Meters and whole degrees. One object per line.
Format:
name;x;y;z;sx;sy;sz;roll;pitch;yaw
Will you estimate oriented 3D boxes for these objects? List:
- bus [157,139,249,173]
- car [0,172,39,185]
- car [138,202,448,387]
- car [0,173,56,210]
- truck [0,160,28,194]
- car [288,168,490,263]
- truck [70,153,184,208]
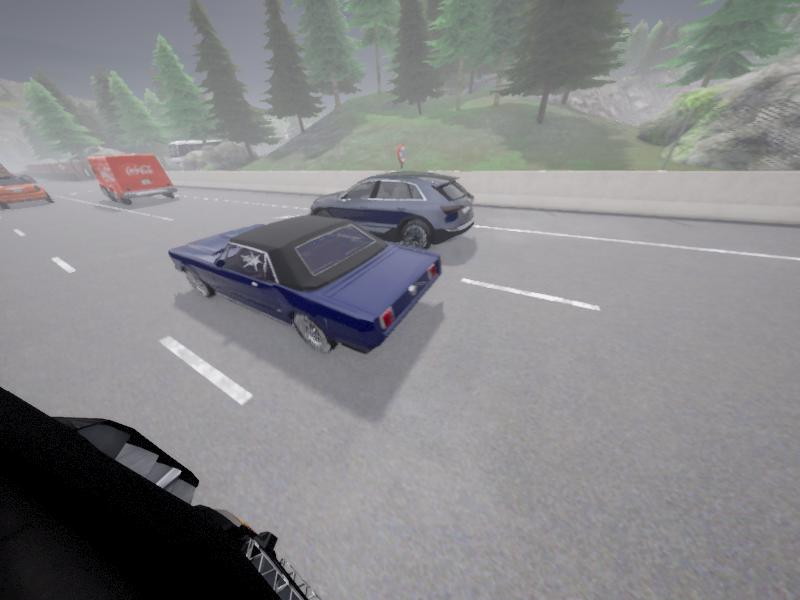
bus;-32.438;-24.335;38.874;3.944;4.253;10.273;16;38;26
car;-57.153;-18.287;34.702;4.792;1.488;2.163;16;38;26
car;-1.826;-0.630;3.867;4.718;1.301;1.895;16;38;26
car;-26.078;-7.470;15.657;4.553;1.767;2.097;17;39;27
truck;-43.135;-13.138;23.722;8.468;3.827;2.891;16;38;26
car;-0.394;-2.602;6.403;4.856;1.649;2.033;16;38;26
truck;-16.786;-7.493;14.319;5.204;2.467;2.627;16;38;26
